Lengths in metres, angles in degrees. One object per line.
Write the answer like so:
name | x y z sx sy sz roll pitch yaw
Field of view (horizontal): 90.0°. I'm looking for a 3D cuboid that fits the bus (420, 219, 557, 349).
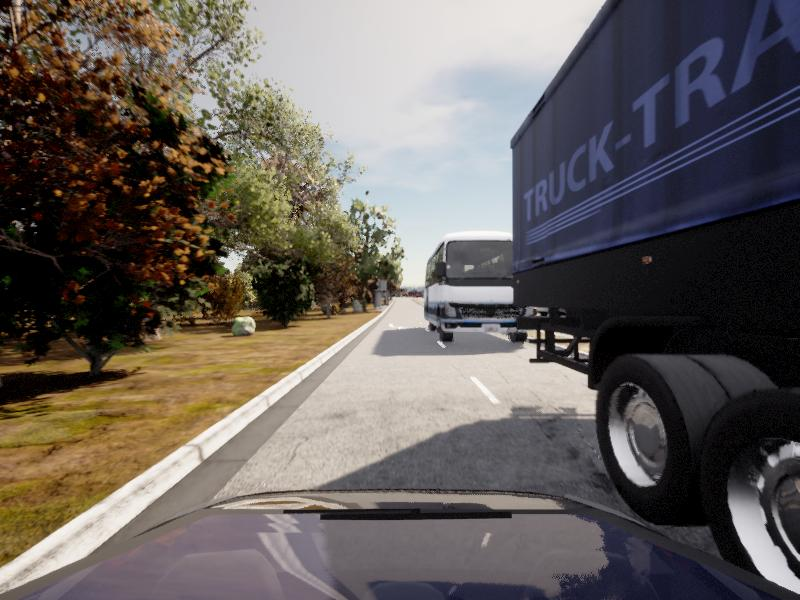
bus | 3.141 -0.493 18.258 3.944 4.253 10.273 0 0 0
